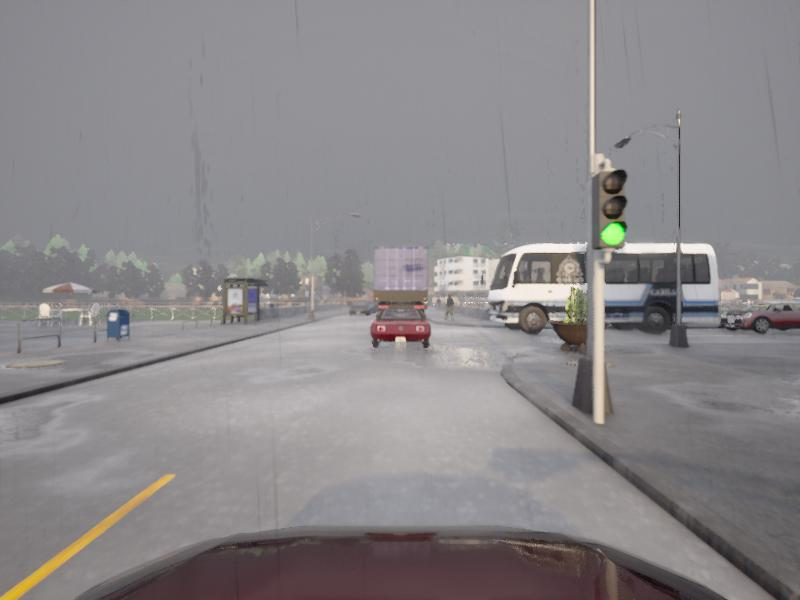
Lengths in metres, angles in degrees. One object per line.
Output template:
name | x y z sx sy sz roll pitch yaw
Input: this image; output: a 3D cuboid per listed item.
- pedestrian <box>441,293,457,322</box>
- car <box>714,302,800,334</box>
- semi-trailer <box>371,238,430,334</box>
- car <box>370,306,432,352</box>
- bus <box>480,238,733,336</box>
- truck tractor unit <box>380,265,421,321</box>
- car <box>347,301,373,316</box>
pedestrian | 3.192 0.483 25.834 0.751 1.860 0.751 0 0 38
car | 18.039 0.822 19.591 3.806 1.475 1.970 0 0 0
semi-trailer | 0.050 -0.658 25.539 2.717 4.402 14.254 0 0 0
car | 0.029 0.920 14.537 1.895 1.301 4.718 0 0 0
bus | 9.421 -0.565 19.417 10.273 4.253 3.944 0 0 -1
truck tractor unit | 0.055 -0.576 33.454 3.053 4.208 6.516 0 0 0
car | -3.913 0.831 40.101 2.033 1.411 5.357 0 0 0
